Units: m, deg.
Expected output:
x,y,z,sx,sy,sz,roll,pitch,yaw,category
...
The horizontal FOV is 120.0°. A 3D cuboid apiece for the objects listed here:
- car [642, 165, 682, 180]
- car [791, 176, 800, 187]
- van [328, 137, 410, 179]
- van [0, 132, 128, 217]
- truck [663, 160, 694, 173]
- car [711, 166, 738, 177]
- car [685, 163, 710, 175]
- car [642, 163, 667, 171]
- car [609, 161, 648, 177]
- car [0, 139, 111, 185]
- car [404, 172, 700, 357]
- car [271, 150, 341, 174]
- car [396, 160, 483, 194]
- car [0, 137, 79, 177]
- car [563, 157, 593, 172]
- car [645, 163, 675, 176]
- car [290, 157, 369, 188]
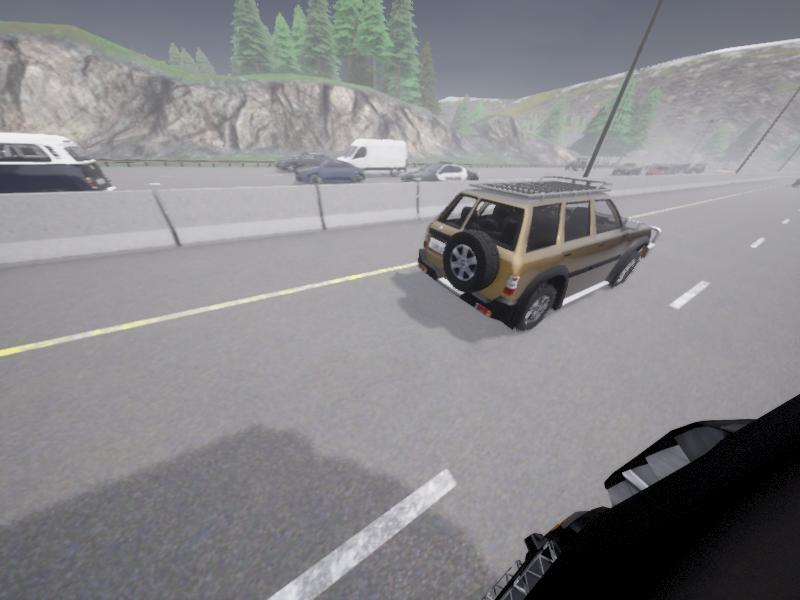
x,y,z,sx,sy,sz,roll,pitch,yaw,category
34.725,-16.932,30.665,4.514,1.525,2.007,-16,38,-26,car
54.262,-15.721,30.556,4.718,1.301,1.895,-16,38,-26,car
-2.317,-11.187,18.277,5.915,2.561,1.988,-16,38,-26,van
-11.993,-3.708,6.754,4.480,2.038,2.069,-16,38,-26,van
61.014,-29.218,50.613,6.274,2.098,2.390,-16,38,-26,truck
63.751,-25.286,45.424,5.366,1.575,1.801,-16,38,-26,car
60.767,-26.807,47.184,3.866,1.878,1.905,-16,38,-26,car
58.018,-30.331,52.650,4.902,1.511,2.128,-16,38,-26,car
32.427,-18.627,32.790,4.553,1.767,2.097,-16,38,-26,car
-17.639,-6.424,10.732,4.611,1.667,2.242,-16,38,-26,car
2.588,-1.100,4.102,4.605,1.855,1.932,-16,38,-26,car
-7.692,-11.462,19.205,4.902,1.511,2.128,-16,38,-26,car
2.431,-7.651,14.237,4.974,1.542,2.038,-16,38,-26,car
-21.439,-7.574,12.166,4.611,1.667,2.242,-16,38,-26,car
29.062,-22.189,37.793,3.866,1.878,1.905,-16,38,-26,car
43.153,-21.651,38.324,3.988,1.617,1.851,-16,38,-26,car
-4.241,-7.908,14.262,4.181,1.385,1.994,-16,38,-26,car
